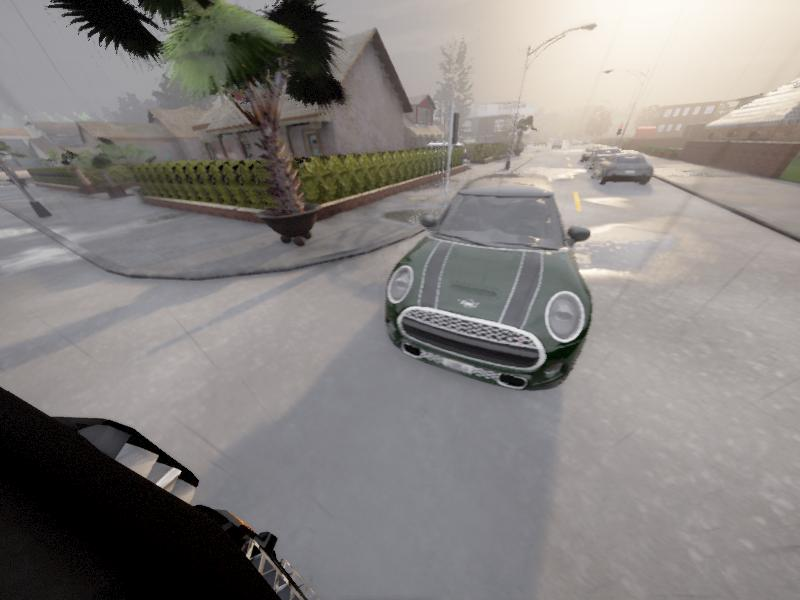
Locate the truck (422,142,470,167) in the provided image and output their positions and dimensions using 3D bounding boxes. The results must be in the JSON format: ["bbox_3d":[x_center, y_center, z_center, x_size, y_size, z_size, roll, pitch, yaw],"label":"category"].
[{"bbox_3d":[4.861,-15.744,24.894,4.478,2.038,2.069,18,39,24],"label":"truck"}]

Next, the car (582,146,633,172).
[{"bbox_3d":[16.080,-11.197,18.238,2.033,1.411,5.357,16,38,26],"label":"car"}]

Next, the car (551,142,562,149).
[{"bbox_3d":[37.772,-37.288,55.719,1.994,1.385,4.181,16,38,26],"label":"car"}]

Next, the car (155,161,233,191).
[{"bbox_3d":[-15.012,-9.237,17.107,1.845,1.501,3.633,14,37,24],"label":"car"}]

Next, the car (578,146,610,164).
[{"bbox_3d":[19.441,-14.683,23.297,1.895,1.301,4.718,17,38,27],"label":"car"}]

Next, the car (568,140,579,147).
[{"bbox_3d":[51.987,-46.996,69.218,2.152,1.651,5.027,16,38,26],"label":"car"}]

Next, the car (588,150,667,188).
[{"bbox_3d":[12.086,-7.256,12.658,1.994,1.385,4.181,14,37,24],"label":"car"}]

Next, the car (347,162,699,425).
[{"bbox_3d":[1.514,-0.986,3.697,2.097,1.767,4.553,13,37,22],"label":"car"}]
